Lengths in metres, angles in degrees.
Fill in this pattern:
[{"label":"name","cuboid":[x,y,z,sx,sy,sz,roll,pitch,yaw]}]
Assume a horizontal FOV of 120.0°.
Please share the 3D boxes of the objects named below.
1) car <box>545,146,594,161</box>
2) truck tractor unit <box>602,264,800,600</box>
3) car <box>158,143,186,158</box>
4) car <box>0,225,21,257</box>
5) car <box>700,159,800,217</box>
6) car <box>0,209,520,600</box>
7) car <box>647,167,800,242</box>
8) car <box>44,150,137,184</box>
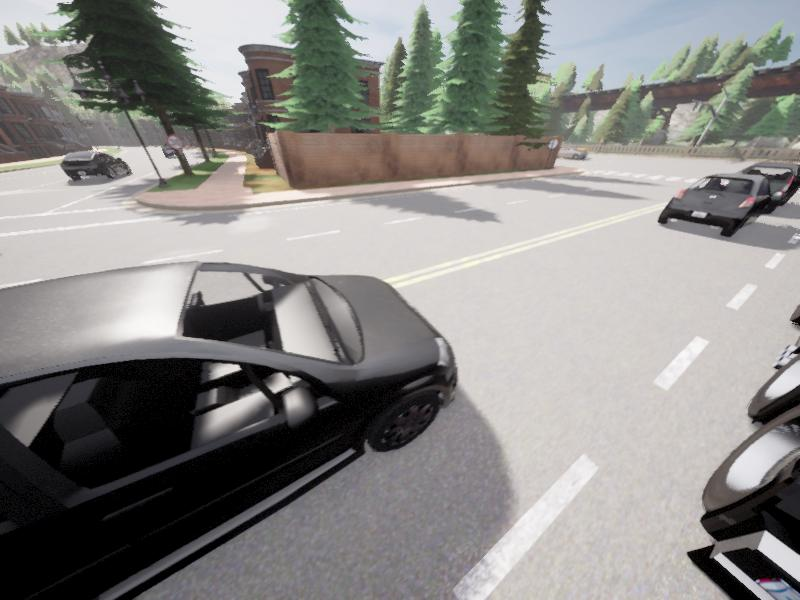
[{"label":"car","cuboid":[24.387,-21.366,33.513,2.152,1.651,5.027,-18,39,-24]},{"label":"truck tractor unit","cuboid":[5.108,-0.304,0.786,6.516,4.208,3.053,-18,39,-24]},{"label":"car","cuboid":[-32.554,-21.503,33.136,2.033,1.649,4.856,-21,40,-27]},{"label":"car","cuboid":[-11.329,-0.801,3.637,5.027,1.651,2.152,-18,39,-24]},{"label":"car","cuboid":[15.072,-4.784,9.608,3.988,1.617,1.851,-18,39,-24]},{"label":"car","cuboid":[-1.451,0.604,1.717,3.988,1.617,1.851,-18,39,-24]},{"label":"car","cuboid":[10.227,-3.173,7.318,3.633,1.501,1.845,-18,39,-24]},{"label":"car","cuboid":[-19.943,-8.908,15.258,1.837,1.490,4.892,-17,38,-23]}]
